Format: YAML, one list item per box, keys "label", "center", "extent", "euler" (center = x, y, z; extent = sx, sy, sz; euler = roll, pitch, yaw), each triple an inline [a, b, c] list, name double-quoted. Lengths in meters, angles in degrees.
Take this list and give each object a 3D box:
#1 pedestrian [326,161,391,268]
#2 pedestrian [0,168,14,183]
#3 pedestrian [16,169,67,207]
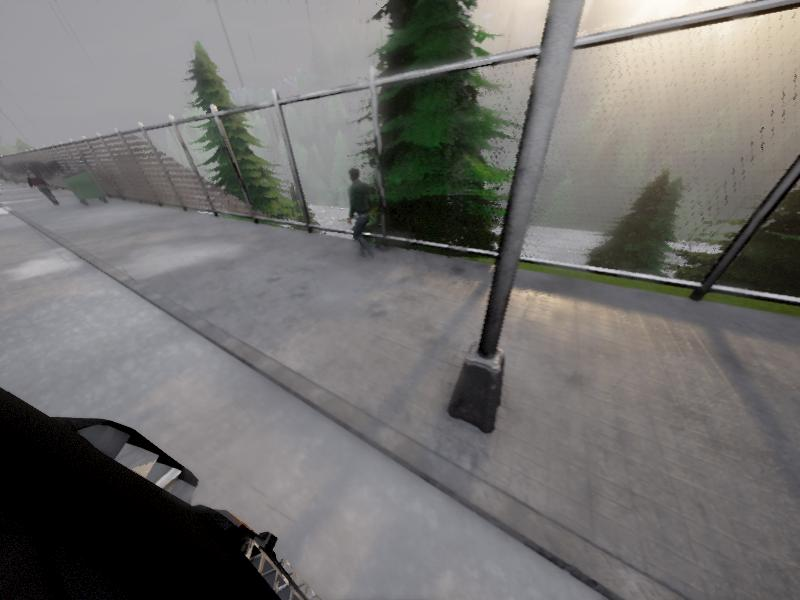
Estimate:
- label: "pedestrian"
  center: [-0.753, -1.710, 4.690]
  extent: [0.751, 1.860, 0.751]
  euler: [17, 38, 27]
- label: "pedestrian"
  center: [-56.804, -17.787, 33.018]
  extent: [0.751, 1.860, 0.751]
  euler: [16, 38, 26]
- label: "pedestrian"
  center: [-20.575, -6.479, 13.322]
  extent: [0.751, 1.860, 0.751]
  euler: [22, 41, 33]
